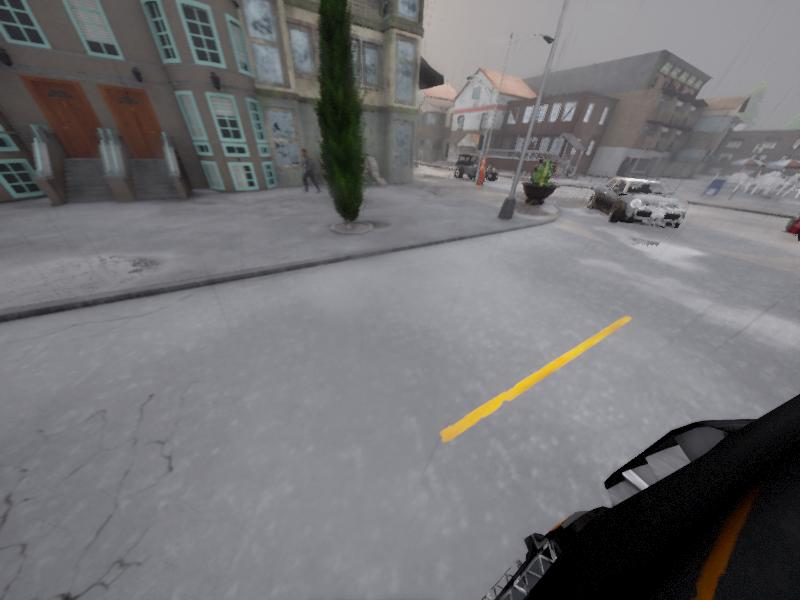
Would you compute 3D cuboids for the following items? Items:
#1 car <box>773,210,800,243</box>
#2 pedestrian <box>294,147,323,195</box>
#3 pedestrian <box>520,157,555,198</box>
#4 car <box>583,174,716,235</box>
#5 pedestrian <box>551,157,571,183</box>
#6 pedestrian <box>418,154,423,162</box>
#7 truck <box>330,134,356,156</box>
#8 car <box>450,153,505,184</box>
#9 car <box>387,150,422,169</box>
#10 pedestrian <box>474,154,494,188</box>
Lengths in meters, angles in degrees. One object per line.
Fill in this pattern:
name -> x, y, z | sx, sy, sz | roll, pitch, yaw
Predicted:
car -> 15.229, -1.999, 6.822 | 1.994, 1.385, 4.181 | -17, 38, -27
pedestrian -> -4.168, -5.900, 10.604 | 0.751, 1.860, 0.751 | -20, 40, -31
pedestrian -> 7.323, -6.525, 12.365 | 0.751, 1.860, 0.751 | -5, 34, -12
car -> 9.545, -4.070, 9.417 | 1.970, 1.475, 3.806 | 12, 35, 14
pedestrian -> 13.773, -11.184, 19.838 | 0.751, 1.860, 0.751 | 15, 36, 18
pedestrian -> 3.529, -24.614, 39.946 | 0.500, 1.100, 0.500 | -22, 41, -32
truck -> -13.276, -35.856, 53.370 | 2.891, 3.827, 8.468 | -16, 38, -26
car -> 6.305, -11.107, 19.375 | 1.905, 1.878, 3.866 | -16, 38, -26
car -> 0.371, -16.965, 27.829 | 2.097, 1.767, 4.553 | -16, 38, -26
pedestrian -> 5.348, -8.286, 14.865 | 0.751, 1.860, 0.751 | 8, 34, 8
